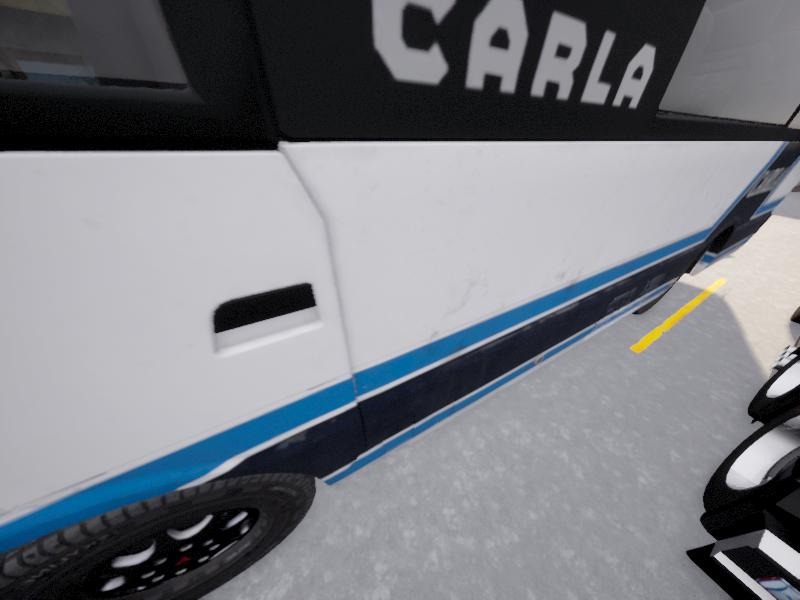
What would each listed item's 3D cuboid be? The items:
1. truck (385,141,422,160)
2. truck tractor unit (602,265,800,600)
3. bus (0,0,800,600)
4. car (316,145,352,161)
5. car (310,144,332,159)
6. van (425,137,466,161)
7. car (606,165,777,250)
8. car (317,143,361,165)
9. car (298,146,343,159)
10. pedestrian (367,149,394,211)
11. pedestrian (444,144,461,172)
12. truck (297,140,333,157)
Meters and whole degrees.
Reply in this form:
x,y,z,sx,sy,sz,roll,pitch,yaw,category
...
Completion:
x,y,z,sx,sy,sz,roll,pitch,yaw,category
0.312,-21.461,32.953,2.390,2.098,6.274,-17,38,-23,truck
5.117,-0.293,0.790,6.516,4.208,3.053,-18,39,-24,truck tractor unit
1.359,-1.615,2.602,10.273,4.253,3.944,-17,38,-23,bus
-8.098,-18.056,28.390,3.633,1.501,1.845,-18,39,-24,car
-10.784,-20.128,31.329,1.789,1.547,3.705,-18,39,-24,car
5.946,-20.529,31.264,1.988,2.561,5.915,-18,39,-24,van
9.150,-3.163,7.265,4.902,1.511,2.128,-20,40,-27,car
-6.390,-15.382,24.266,3.866,1.878,1.905,-18,39,-24,car
-10.757,-20.227,31.597,5.357,1.415,2.033,-18,39,-24,car
-0.689,-4.257,8.247,0.751,1.860,0.751,-8,36,-11,pedestrian
4.146,-11.326,18.419,0.751,1.860,0.751,-18,39,-24,pedestrian
-12.559,-22.506,34.311,4.478,2.038,2.069,-18,39,-24,truck
